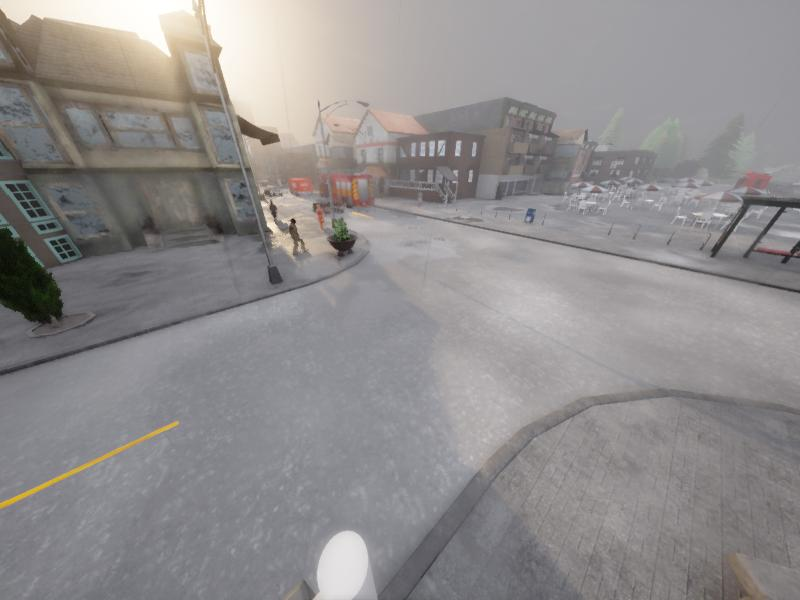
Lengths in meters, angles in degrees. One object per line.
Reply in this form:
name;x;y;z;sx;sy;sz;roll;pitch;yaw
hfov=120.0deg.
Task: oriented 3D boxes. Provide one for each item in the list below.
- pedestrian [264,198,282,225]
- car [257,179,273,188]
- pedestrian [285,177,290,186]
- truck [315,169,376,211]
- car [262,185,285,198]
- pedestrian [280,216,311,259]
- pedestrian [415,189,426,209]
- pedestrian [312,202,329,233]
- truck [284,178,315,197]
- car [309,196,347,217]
pedestrian;-9.866;-6.879;18.012;0.751;1.860;0.751;-10;31;-17
car;-30.965;-26.638;52.858;1.837;1.490;4.892;-22;37;-33
pedestrian;-27.127;-28.665;55.745;0.751;1.860;0.751;-15;33;-25
truck;-6.573;-13.236;27.311;2.891;3.827;8.468;-24;37;-35
car;-19.703;-16.888;35.986;1.970;1.475;3.806;-22;37;-33
pedestrian;-5.143;-3.104;11.473;0.751;1.860;0.751;16;34;26
pedestrian;2.241;-11.038;25.213;0.751;1.860;0.751;-15;33;-25
pedestrian;-5.469;-5.696;15.963;0.751;1.860;0.751;-11;32;-18
truck;-16.291;-18.302;37.445;2.627;2.467;5.204;-22;37;-33
car;-7.268;-9.436;23.189;1.994;1.385;4.181;-22;37;-33
